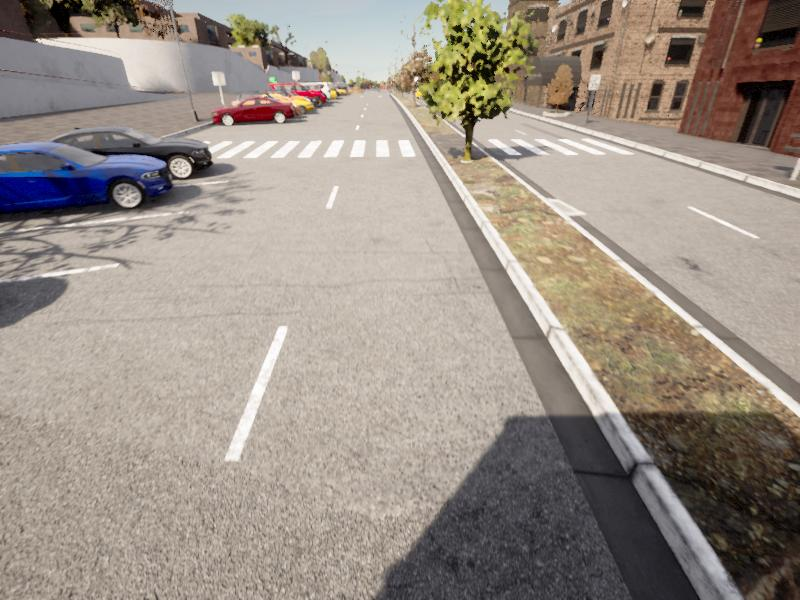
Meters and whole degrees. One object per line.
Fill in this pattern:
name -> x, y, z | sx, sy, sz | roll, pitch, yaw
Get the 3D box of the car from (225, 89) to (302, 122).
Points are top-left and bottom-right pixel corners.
car -> -9.342, -13.406, 27.487 | 4.553, 1.767, 2.185 | -12, 31, -19

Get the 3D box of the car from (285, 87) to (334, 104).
car -> -10.286, -23.417, 45.747 | 5.008, 1.535, 2.097 | -12, 30, -19

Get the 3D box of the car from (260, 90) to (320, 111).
car -> -9.728, -17.633, 35.353 | 4.674, 1.452, 2.002 | -12, 31, -19

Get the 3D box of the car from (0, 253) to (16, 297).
car -> -8.097, 0.036, 4.432 | 4.892, 1.521, 2.231 | -12, 32, -18

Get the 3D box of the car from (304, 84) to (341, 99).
car -> -10.868, -29.219, 56.125 | 4.553, 1.767, 2.185 | -12, 30, -19

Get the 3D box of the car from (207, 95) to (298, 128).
car -> -9.163, -11.837, 24.971 | 5.008, 1.535, 2.097 | -12, 32, -19

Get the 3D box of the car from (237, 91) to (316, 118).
car -> -9.279, -14.806, 30.212 | 5.366, 1.575, 1.946 | -12, 31, -19

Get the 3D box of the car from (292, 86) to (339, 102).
car -> -10.728, -26.230, 50.902 | 5.366, 1.575, 1.946 | -12, 31, -19

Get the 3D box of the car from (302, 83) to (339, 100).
car -> -10.595, -27.913, 53.515 | 4.442, 1.987, 1.878 | -12, 30, -19

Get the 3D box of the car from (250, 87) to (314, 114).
car -> -9.617, -16.321, 32.669 | 4.553, 1.767, 2.185 | -12, 31, -19

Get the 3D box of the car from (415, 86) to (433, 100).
car -> 3.240, -27.990, 54.089 | 1.882, 1.535, 5.008 | -1, 29, -2

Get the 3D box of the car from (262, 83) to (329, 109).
car -> -9.843, -19.341, 37.826 | 5.566, 2.045, 2.435 | -12, 31, -19

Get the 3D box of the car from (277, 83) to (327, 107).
car -> -9.900, -20.774, 40.465 | 4.442, 1.987, 1.878 | -12, 31, -19

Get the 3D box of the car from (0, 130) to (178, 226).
car -> -8.346, -2.946, 9.532 | 5.008, 1.535, 2.097 | -12, 32, -19

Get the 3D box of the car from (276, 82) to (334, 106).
car -> -10.169, -22.201, 43.005 | 5.566, 2.045, 2.435 | -12, 31, -19

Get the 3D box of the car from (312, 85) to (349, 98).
car -> -11.083, -33.425, 64.094 | 5.366, 1.575, 1.946 | -12, 30, -19

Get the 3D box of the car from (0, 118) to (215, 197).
car -> -8.481, -4.435, 12.090 | 5.008, 1.535, 2.097 | -12, 32, -19
